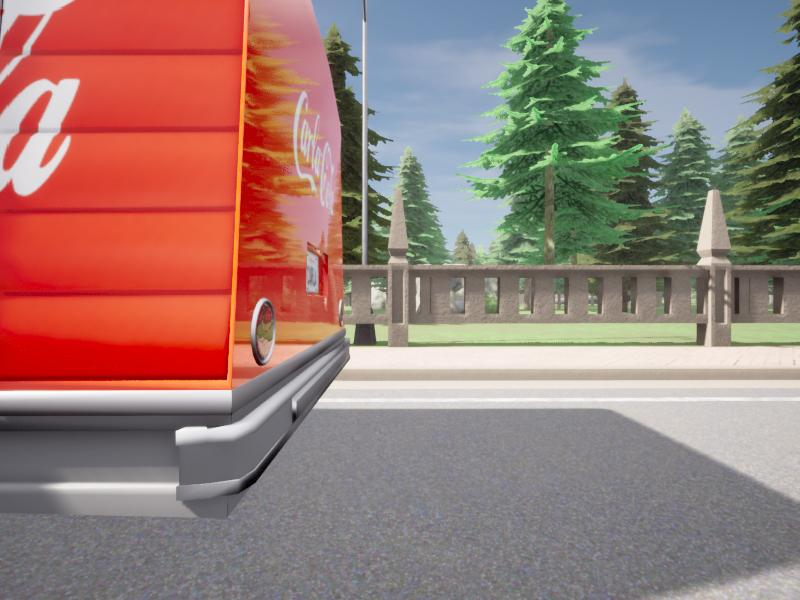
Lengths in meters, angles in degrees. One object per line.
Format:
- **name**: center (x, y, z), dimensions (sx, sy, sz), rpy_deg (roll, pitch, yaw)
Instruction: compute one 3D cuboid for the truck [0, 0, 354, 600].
- **truck**: center (-2.993, -0.247, 2.167), dimensions (5.204, 2.467, 2.627), rpy_deg (0, 0, -1)
